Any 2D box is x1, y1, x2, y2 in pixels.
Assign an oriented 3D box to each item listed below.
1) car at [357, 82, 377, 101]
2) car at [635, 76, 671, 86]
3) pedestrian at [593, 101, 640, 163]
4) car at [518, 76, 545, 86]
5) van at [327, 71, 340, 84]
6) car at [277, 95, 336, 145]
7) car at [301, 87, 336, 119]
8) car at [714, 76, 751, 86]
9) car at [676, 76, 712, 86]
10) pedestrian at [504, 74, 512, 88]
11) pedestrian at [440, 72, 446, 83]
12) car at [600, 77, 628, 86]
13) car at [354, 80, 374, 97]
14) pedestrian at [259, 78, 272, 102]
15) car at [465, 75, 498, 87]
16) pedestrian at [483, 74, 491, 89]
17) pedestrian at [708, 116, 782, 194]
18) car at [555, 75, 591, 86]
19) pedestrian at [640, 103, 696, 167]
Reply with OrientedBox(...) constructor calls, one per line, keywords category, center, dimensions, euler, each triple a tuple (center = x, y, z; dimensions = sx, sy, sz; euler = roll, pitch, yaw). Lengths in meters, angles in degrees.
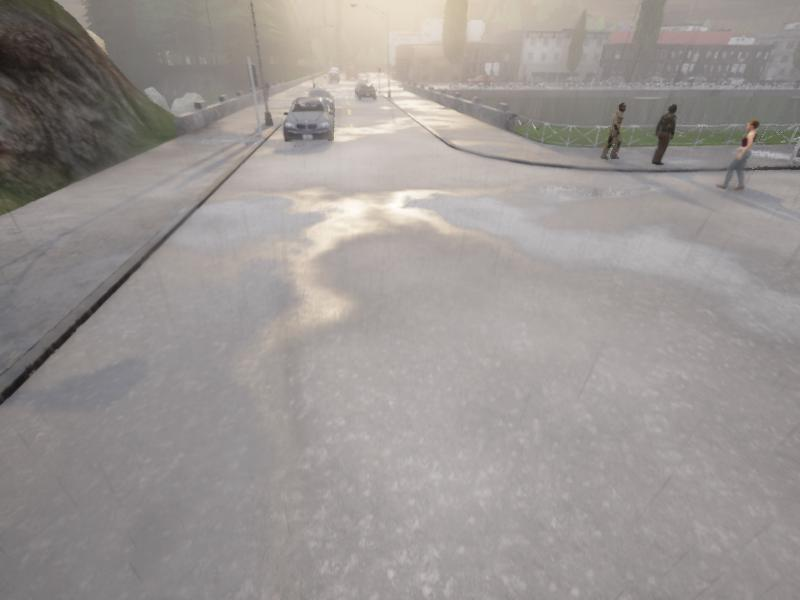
OrientedBox(category="car", center=(-3.425, -21.317, 40.842), dimensions=(1.816, 1.474, 4.193), euler=(-3, 31, -6))
OrientedBox(category="car", center=(45.666, -39.576, 72.277), dimensions=(5.238, 1.638, 1.930), euler=(-3, 31, -6))
OrientedBox(category="pedestrian", center=(7.488, -5.832, 13.888), dimensions=(0.751, 1.860, 0.751), euler=(-20, 36, -30))
OrientedBox(category="car", center=(22.911, -38.148, 69.789), dimensions=(3.806, 1.475, 1.970), euler=(-3, 31, -6))
OrientedBox(category="van", center=(-12.666, -42.599, 76.491), dimensions=(2.069, 2.038, 4.480), euler=(-3, 31, -6))
OrientedBox(category="car", center=(-4.299, -8.687, 19.102), dimensions=(2.242, 1.667, 4.611), euler=(-3, 31, -6))
OrientedBox(category="car", center=(-5.566, -13.790, 27.837), dimensions=(2.033, 1.649, 4.856), euler=(-3, 30, -6))
OrientedBox(category="car", center=(61.592, -40.505, 74.061), dimensions=(4.974, 1.542, 2.038), euler=(-3, 31, -6))
OrientedBox(category="car", center=(53.686, -40.057, 73.168), dimensions=(4.856, 1.649, 2.033), euler=(-3, 31, -6))
OrientedBox(category="pedestrian", center=(16.191, -32.883, 60.120), dimensions=(0.751, 1.860, 0.751), euler=(-2, 30, -4))
OrientedBox(category="pedestrian", center=(8.448, -43.602, 78.330), dimensions=(0.751, 1.860, 0.751), euler=(20, 36, 30))
OrientedBox(category="car", center=(38.223, -39.050, 71.498), dimensions=(3.806, 1.475, 1.970), euler=(-3, 31, -6))
OrientedBox(category="car", center=(-4.245, -24.657, 46.475), dimensions=(2.038, 1.542, 4.974), euler=(-3, 31, -6))
OrientedBox(category="pedestrian", center=(-12.079, -18.925, 36.046), dimensions=(0.751, 1.860, 0.751), euler=(-6, 31, -10))
OrientedBox(category="car", center=(13.921, -37.674, 68.753), dimensions=(5.027, 1.651, 2.152), euler=(-3, 31, -6))
OrientedBox(category="pedestrian", center=(12.428, -31.298, 57.383), dimensions=(0.751, 1.860, 0.751), euler=(-3, 31, -6))
OrientedBox(category="pedestrian", center=(9.371, -3.954, 10.927), dimensions=(0.751, 1.860, 0.751), euler=(-17, 34, -27))
OrientedBox(category="car", center=(30.504, -38.672, 70.592), dimensions=(5.238, 1.638, 1.930), euler=(-3, 31, -6))
OrientedBox(category="pedestrian", center=(8.831, -5.473, 13.273), dimensions=(0.751, 1.860, 0.751), euler=(-5, 31, -9))
